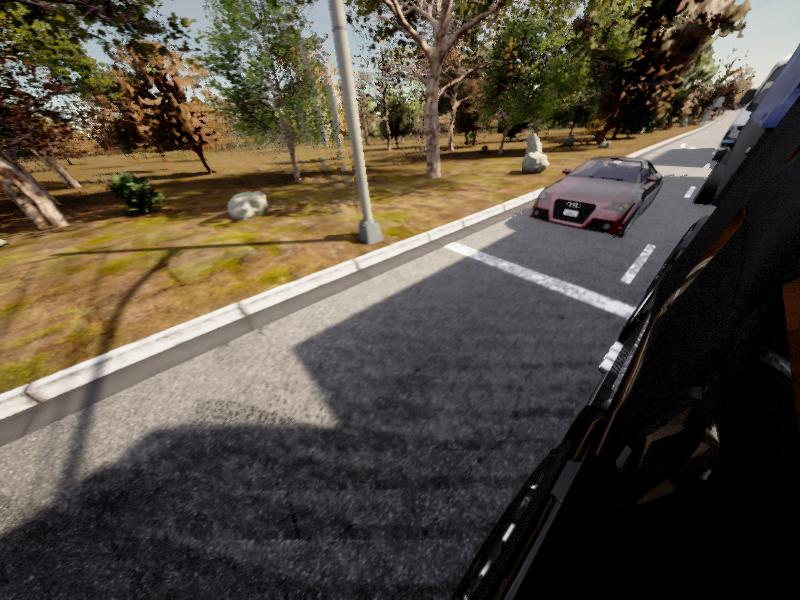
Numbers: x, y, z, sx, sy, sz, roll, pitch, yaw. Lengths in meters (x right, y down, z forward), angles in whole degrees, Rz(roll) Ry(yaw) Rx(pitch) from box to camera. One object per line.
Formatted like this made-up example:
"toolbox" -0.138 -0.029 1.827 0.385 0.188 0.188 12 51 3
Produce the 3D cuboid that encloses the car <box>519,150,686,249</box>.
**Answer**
"car" 5.312 -2.913 6.055 4.181 1.385 1.994 -29 44 -30

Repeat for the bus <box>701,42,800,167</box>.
"bus" 21.062 -10.260 12.452 10.273 4.253 3.944 -29 44 -31

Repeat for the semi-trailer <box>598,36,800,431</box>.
"semi-trailer" 8.659 -3.635 4.261 14.254 4.402 2.717 -29 44 -30

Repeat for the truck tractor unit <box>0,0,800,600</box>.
"truck tractor unit" 2.645 -0.295 0.352 6.516 4.208 3.053 -28 44 -30
